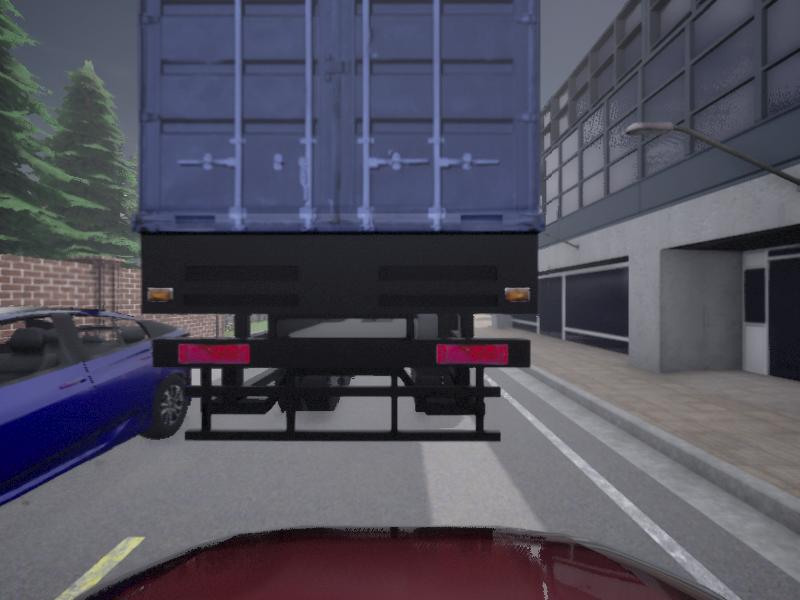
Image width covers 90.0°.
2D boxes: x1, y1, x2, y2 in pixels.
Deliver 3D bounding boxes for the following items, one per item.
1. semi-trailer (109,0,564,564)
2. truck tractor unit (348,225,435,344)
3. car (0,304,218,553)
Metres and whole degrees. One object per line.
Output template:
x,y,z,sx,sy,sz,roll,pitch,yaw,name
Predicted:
-0.317,-0.641,9.514,2.717,4.402,14.254,0,0,1,semi-trailer
-0.208,-0.567,17.424,3.053,4.208,6.516,0,1,2,truck tractor unit
-3.505,0.820,3.218,2.007,1.525,4.514,0,0,0,car
